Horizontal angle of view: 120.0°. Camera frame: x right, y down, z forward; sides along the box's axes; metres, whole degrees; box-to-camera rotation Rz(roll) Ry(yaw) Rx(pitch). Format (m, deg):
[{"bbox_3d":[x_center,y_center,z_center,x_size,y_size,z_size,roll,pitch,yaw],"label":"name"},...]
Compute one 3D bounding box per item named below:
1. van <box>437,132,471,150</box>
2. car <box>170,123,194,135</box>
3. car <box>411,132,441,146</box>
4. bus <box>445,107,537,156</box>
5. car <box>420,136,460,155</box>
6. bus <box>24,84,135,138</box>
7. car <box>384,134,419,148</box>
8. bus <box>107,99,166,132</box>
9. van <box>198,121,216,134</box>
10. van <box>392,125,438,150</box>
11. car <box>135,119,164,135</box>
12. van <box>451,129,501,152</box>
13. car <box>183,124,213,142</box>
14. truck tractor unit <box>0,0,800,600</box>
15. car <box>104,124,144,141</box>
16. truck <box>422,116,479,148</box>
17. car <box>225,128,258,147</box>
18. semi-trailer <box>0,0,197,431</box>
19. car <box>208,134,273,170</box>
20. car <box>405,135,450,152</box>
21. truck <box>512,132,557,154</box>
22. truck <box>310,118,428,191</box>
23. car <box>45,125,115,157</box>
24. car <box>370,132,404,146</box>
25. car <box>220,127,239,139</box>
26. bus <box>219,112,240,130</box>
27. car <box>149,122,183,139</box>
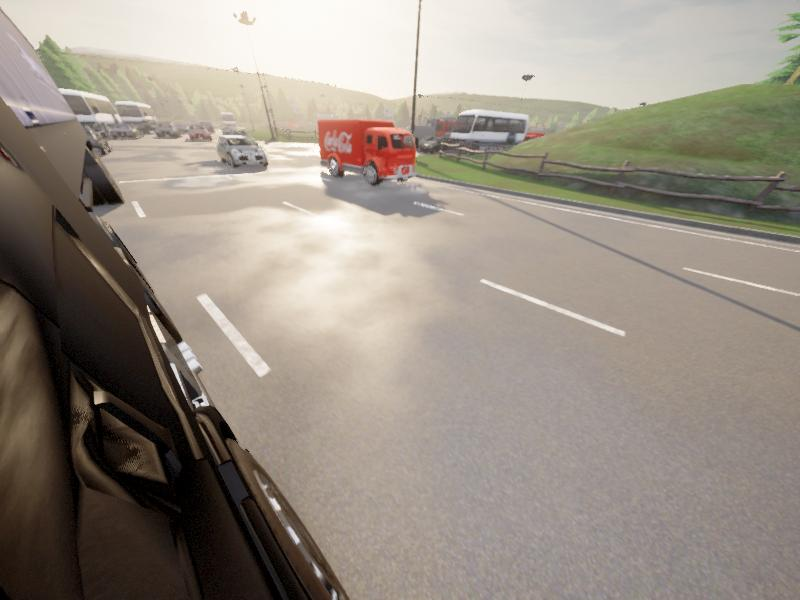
[{"bbox_3d":[7.994,-23.571,34.287,4.442,1.987,1.775,-18,41,-25],"label":"van"},{"bbox_3d":[-38.365,-30.226,40.759,2.163,1.488,4.792,-17,41,-25],"label":"car"},{"bbox_3d":[4.365,-27.204,39.047,4.605,1.855,1.932,-18,41,-25],"label":"car"},{"bbox_3d":[11.111,-20.545,28.502,10.273,4.253,3.944,-18,41,-25],"label":"bus"},{"bbox_3d":[4.491,-17.474,26.165,3.988,1.617,1.851,-18,41,-25],"label":"car"},{"bbox_3d":[-37.631,-22.516,28.090,3.944,4.253,10.273,-19,41,-26],"label":"bus"},{"bbox_3d":[0.210,-23.311,33.859,4.892,1.490,1.837,-18,41,-25],"label":"car"},{"bbox_3d":[-48.843,-34.391,43.388,3.944,4.253,10.273,-17,41,-25],"label":"bus"},{"bbox_3d":[-36.830,-32.997,44.167,1.775,1.987,4.442,-17,41,-25],"label":"van"},{"bbox_3d":[2.022,-21.886,31.175,5.915,2.561,1.988,-18,41,-25],"label":"van"},{"bbox_3d":[-39.413,-27.322,36.433,1.905,1.878,3.866,-17,41,-25],"label":"car"},{"bbox_3d":[10.535,-22.141,32.148,6.366,2.431,2.351,-18,41,-25],"label":"van"},{"bbox_3d":[-25.185,-20.974,28.961,2.242,1.667,4.611,-20,42,-28],"label":"car"},{"bbox_3d":[-2.645,-0.295,0.352,6.516,4.208,3.053,28,44,30],"label":"truck tractor unit"},{"bbox_3d":[-31.768,-19.435,26.722,1.994,1.385,4.181,-20,42,-28],"label":"car"},{"bbox_3d":[8.039,-26.731,37.006,8.468,3.827,2.891,-18,41,-25],"label":"truck"},{"bbox_3d":[-17.588,-17.980,25.522,2.007,1.525,4.514,-23,44,-30],"label":"car"},{"bbox_3d":[-8.467,-3.738,4.462,14.254,4.402,2.717,31,45,32],"label":"semi-trailer"},{"bbox_3d":[-9.636,-8.981,13.933,1.970,1.475,3.806,-28,47,-35],"label":"car"},{"bbox_3d":[3.430,-19.555,28.891,5.027,1.651,2.152,-18,41,-25],"label":"car"},{"bbox_3d":[19.332,-22.553,33.223,5.204,2.467,2.627,-18,41,-26],"label":"truck"},{"bbox_3d":[-1.614,-7.309,11.358,5.204,2.467,2.627,31,45,33],"label":"truck"},{"bbox_3d":[-20.824,-10.530,15.256,1.789,1.549,3.705,-25,44,-32],"label":"car"},{"bbox_3d":[-2.036,-25.080,35.953,4.611,1.667,2.242,-18,41,-25],"label":"car"},{"bbox_3d":[-26.959,-26.419,36.440,1.994,1.385,4.181,-18,41,-26],"label":"car"},{"bbox_3d":[-54.772,-57.600,74.304,3.944,4.253,10.273,-17,41,-25],"label":"bus"},{"bbox_3d":[-30.774,-22.434,30.575,2.242,1.667,4.611,-19,42,-26],"label":"car"}]
